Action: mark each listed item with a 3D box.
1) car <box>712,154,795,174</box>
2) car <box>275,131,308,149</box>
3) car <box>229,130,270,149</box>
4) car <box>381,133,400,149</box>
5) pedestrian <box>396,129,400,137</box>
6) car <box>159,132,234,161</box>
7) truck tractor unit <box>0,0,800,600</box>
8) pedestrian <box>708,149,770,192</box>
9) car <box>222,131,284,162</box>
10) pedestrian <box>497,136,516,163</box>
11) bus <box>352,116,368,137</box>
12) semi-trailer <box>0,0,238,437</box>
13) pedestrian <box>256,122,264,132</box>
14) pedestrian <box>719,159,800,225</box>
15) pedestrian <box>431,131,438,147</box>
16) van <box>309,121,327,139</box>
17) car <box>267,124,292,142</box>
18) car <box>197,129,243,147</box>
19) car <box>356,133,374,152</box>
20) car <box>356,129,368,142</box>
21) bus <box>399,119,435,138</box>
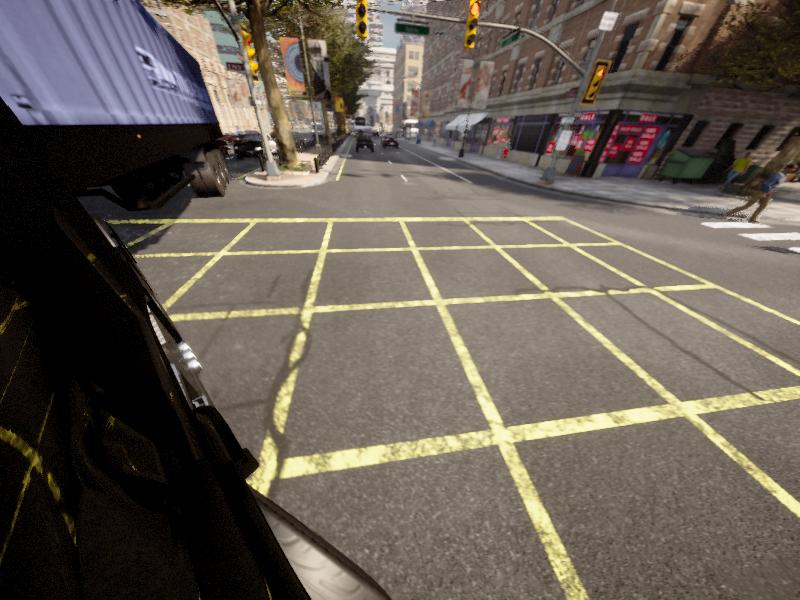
[{"bbox_3d":[38.324,-14.992,25.304,1.895,1.301,4.718,-3,37,-8],"label":"car"},{"bbox_3d":[-12.130,-18.253,26.204,2.033,1.411,5.357,-3,37,-8],"label":"car"},{"bbox_3d":[-15.216,-16.495,23.658,1.994,1.385,4.181,-3,37,-8],"label":"car"},{"bbox_3d":[-1.428,-21.742,31.492,2.038,1.542,4.974,-3,37,-8],"label":"car"},{"bbox_3d":[-0.579,-47.514,65.849,0.751,1.860,0.751,6,37,4],"label":"pedestrian"},{"bbox_3d":[-13.855,-10.819,16.125,1.994,1.385,4.181,-3,37,-8],"label":"car"},{"bbox_3d":[-2.645,-0.295,0.351,6.516,4.208,3.053,28,44,30],"label":"truck tractor unit"},{"bbox_3d":[17.471,-6.682,11.970,0.751,1.860,0.751,-9,38,-16],"label":"pedestrian"},{"bbox_3d":[-10.480,-11.403,17.000,2.038,1.542,4.974,-3,37,-8],"label":"car"},{"bbox_3d":[9.046,-12.836,19.669,0.751,1.860,0.751,-2,37,-7],"label":"pedestrian"},{"bbox_3d":[-11.215,-48.724,64.795,3.944,4.253,10.273,-3,37,-8],"label":"bus"},{"bbox_3d":[-6.727,-4.463,5.508,2.717,4.402,14.254,-15,40,-22],"label":"semi-trailer"},{"bbox_3d":[-31.024,-38.303,51.174,0.751,1.860,0.751,-1,37,-5],"label":"pedestrian"},{"bbox_3d":[12.181,-3.560,7.676,0.751,1.860,0.751,0,37,-4],"label":"pedestrian"},{"bbox_3d":[5.086,-23.579,33.830,0.751,1.860,0.751,6,37,4],"label":"pedestrian"},{"bbox_3d":[-15.318,-32.093,43.619,1.988,2.561,5.915,-3,37,-8],"label":"van"},{"bbox_3d":[-16.842,-23.515,32.535,1.905,1.878,3.866,-3,37,-8],"label":"car"},{"bbox_3d":[-18.601,-17.006,24.168,1.895,1.301,4.718,-3,37,-8],"label":"car"},{"bbox_3d":[-3.984,-17.759,26.005,1.837,1.490,4.892,-3,37,-8],"label":"car"},{"bbox_3d":[-6.960,-30.298,42.533,2.033,1.649,4.856,-3,37,-8],"label":"car"},{"bbox_3d":[5.234,-53.090,71.759,10.273,4.253,3.944,-4,37,-9],"label":"bus"}]
